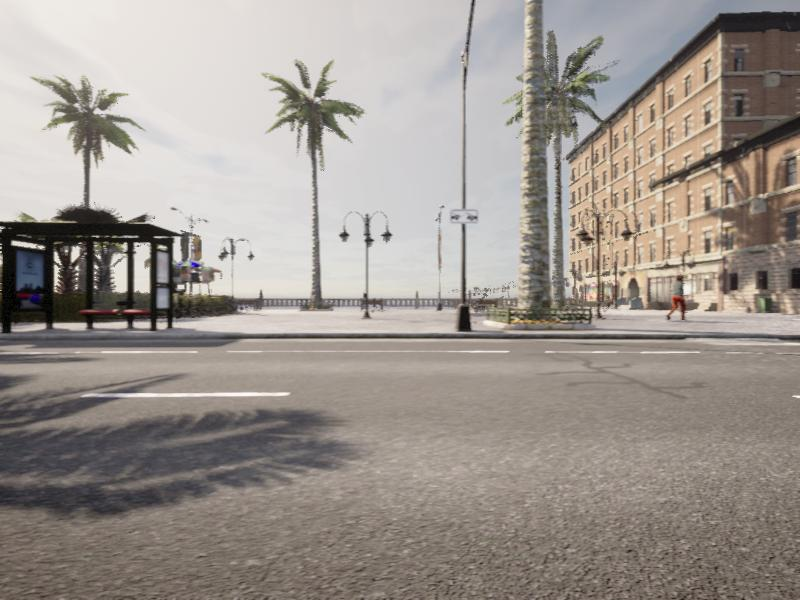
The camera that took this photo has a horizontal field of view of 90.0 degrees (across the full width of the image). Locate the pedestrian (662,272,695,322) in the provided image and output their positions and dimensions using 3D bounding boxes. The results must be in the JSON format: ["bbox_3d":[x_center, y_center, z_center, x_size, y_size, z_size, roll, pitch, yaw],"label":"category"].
[{"bbox_3d":[10.758,-0.117,15.477,0.751,1.860,0.751,0,0,-4],"label":"pedestrian"}]

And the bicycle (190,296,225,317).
[{"bbox_3d":[-9.871,0.331,20.545,1.643,1.024,0.373,0,0,2],"label":"bicycle"}]

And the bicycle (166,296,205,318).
[{"bbox_3d":[-9.931,0.331,18.533,1.643,1.024,0.373,0,0,2],"label":"bicycle"}]

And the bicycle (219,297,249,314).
[{"bbox_3d":[-9.780,0.330,23.561,1.643,1.024,0.373,0,0,2],"label":"bicycle"}]
